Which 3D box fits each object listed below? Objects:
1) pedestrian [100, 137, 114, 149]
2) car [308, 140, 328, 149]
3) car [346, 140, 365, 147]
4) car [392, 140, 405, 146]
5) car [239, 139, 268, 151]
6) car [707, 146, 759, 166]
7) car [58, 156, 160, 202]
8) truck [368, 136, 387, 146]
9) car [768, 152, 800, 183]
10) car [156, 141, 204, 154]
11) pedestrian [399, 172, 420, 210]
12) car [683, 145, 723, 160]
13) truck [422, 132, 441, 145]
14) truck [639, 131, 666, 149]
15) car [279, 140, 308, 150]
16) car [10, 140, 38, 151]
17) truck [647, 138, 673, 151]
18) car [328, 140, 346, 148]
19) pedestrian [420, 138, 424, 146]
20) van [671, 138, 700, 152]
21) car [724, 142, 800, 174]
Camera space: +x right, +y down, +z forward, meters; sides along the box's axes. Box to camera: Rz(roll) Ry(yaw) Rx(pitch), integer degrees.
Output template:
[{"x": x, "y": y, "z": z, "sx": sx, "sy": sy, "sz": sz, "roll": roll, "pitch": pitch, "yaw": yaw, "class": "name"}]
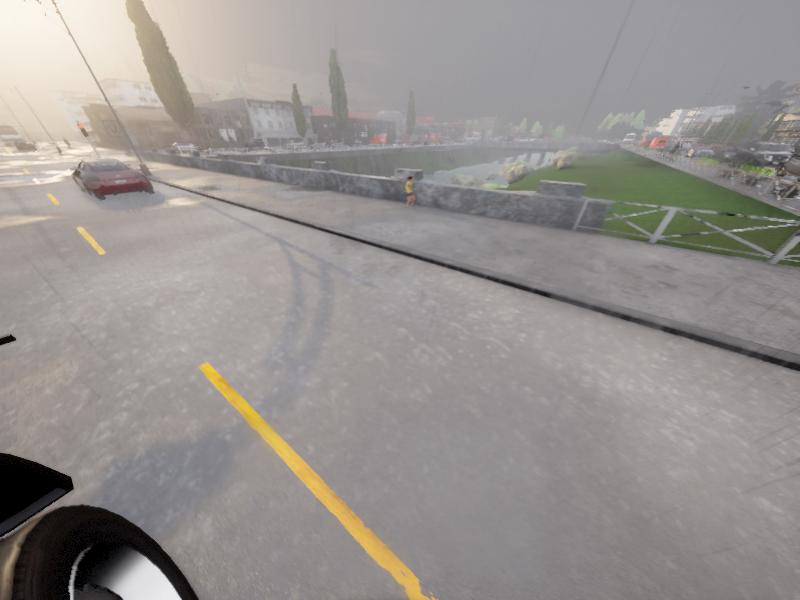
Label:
[{"x": -56.255, "y": -30.142, "z": 44.349, "sx": 0.751, "sy": 1.860, "sz": 0.751, "roll": 11, "pitch": 37, "yaw": 15, "class": "pedestrian"}, {"x": -19.187, "y": -36.468, "z": 54.066, "sx": 1.851, "sy": 1.617, "sz": 3.988, "roll": 22, "pitch": 41, "yaw": 28, "class": "car"}, {"x": -11.968, "y": -42.393, "z": 62.500, "sx": 1.930, "sy": 1.638, "sz": 5.238, "roll": 22, "pitch": 41, "yaw": 28, "class": "car"}, {"x": -0.416, "y": -51.801, "z": 76.058, "sx": 1.837, "sy": 1.490, "sz": 4.892, "roll": 22, "pitch": 41, "yaw": 28, "class": "car"}, {"x": -27.794, "y": -29.517, "z": 43.893, "sx": 1.905, "sy": 1.878, "sz": 3.866, "roll": 22, "pitch": 40, "yaw": 28, "class": "car"}, {"x": 36.165, "y": -15.835, "z": 25.273, "sx": 1.851, "sy": 1.617, "sz": 3.988, "roll": 22, "pitch": 41, "yaw": 28, "class": "car"}, {"x": -13.556, "y": -5.762, "z": 10.778, "sx": 4.181, "sy": 1.385, "sz": 1.994, "roll": 22, "pitch": 41, "yaw": 28, "class": "car"}, {"x": -6.567, "y": -47.156, "z": 68.578, "sx": 2.627, "sy": 2.467, "sz": 5.204, "roll": 22, "pitch": 41, "yaw": 28, "class": "truck"}, {"x": 27.457, "y": -8.673, "z": 15.113, "sx": 2.007, "sy": 1.525, "sz": 4.514, "roll": 22, "pitch": 41, "yaw": 28, "class": "car"}, {"x": -34.379, "y": -23.973, "z": 36.290, "sx": 2.038, "sy": 1.542, "sz": 4.974, "roll": 22, "pitch": 40, "yaw": 28, "class": "car"}, {"x": 0.332, "y": -3.881, "z": 8.222, "sx": 0.500, "sy": 1.100, "sz": 0.500, "roll": 22, "pitch": 41, "yaw": 28, "class": "pedestrian"}, {"x": 42.244, "y": -20.781, "z": 32.403, "sx": 2.038, "sy": 1.542, "sz": 4.974, "roll": 22, "pitch": 41, "yaw": 28, "class": "car"}, {"x": 11.597, "y": -58.566, "z": 83.731, "sx": 2.891, "sy": 3.827, "sz": 8.468, "roll": 22, "pitch": 41, "yaw": 28, "class": "truck"}, {"x": 70.690, "y": -45.011, "z": 65.005, "sx": 2.891, "sy": 3.827, "sz": 8.468, "roll": 22, "pitch": 41, "yaw": 28, "class": "truck"}, {"x": -22.846, "y": -33.465, "z": 49.765, "sx": 2.152, "sy": 1.651, "sz": 5.027, "roll": 22, "pitch": 41, "yaw": 28, "class": "car"}, {"x": -68.423, "y": -28.205, "z": 42.002, "sx": 4.974, "sy": 1.542, "sz": 2.038, "roll": 22, "pitch": 41, "yaw": 28, "class": "car"}, {"x": 62.092, "y": -37.414, "z": 55.339, "sx": 2.627, "sy": 2.467, "sz": 5.204, "roll": 22, "pitch": 41, "yaw": 28, "class": "truck"}, {"x": -15.780, "y": -39.258, "z": 58.052, "sx": 1.851, "sy": 1.617, "sz": 3.988, "roll": 22, "pitch": 41, "yaw": 28, "class": "car"}, {"x": 6.416, "y": -45.232, "z": 66.270, "sx": 0.751, "sy": 1.860, "sz": 0.751, "roll": 20, "pitch": 40, "yaw": 26, "class": "pedestrian"}, {"x": 64.269, "y": -35.162, "z": 52.195, "sx": 2.351, "sy": 2.431, "sz": 6.366, "roll": 22, "pitch": 41, "yaw": 28, "class": "van"}, {"x": 32.120, "y": -12.703, "z": 20.416, "sx": 2.150, "sy": 2.045, "sz": 5.566, "roll": 22, "pitch": 41, "yaw": 28, "class": "car"}]
